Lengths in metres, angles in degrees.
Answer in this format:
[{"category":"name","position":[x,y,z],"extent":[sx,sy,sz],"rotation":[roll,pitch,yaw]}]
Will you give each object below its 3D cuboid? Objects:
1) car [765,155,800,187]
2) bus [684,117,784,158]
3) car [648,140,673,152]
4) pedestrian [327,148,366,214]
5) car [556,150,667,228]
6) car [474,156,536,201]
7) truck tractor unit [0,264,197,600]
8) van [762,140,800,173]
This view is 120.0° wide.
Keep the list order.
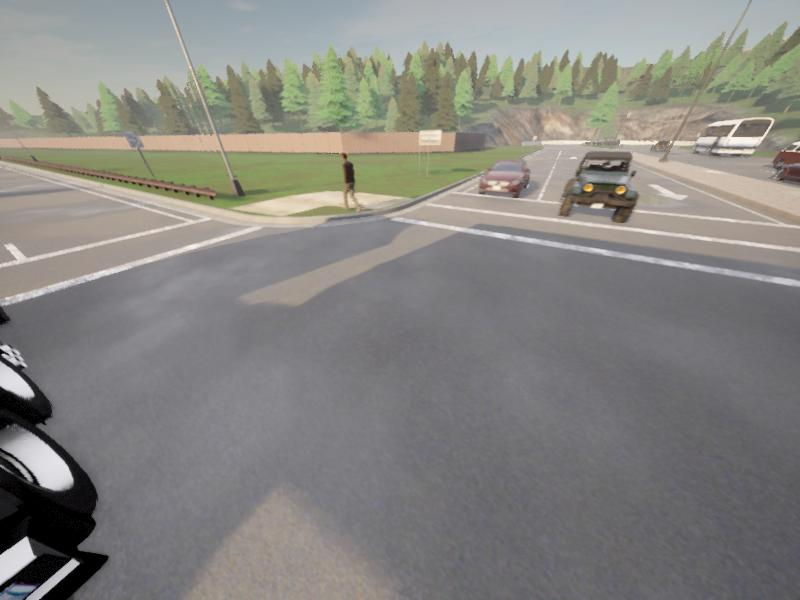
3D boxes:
[{"category":"car","position":[23.666,-7.125,12.821],"extent":[1.994,1.385,4.181],"rotation":[18,39,25]},{"category":"bus","position":[47.167,-23.415,33.483],"extent":[3.944,4.253,10.273],"rotation":[18,39,25]},{"category":"car","position":[51.798,-30.733,46.013],"extent":[1.905,1.878,3.866],"rotation":[18,39,25]},{"category":"pedestrian","position":[-1.769,-4.005,7.824],"extent":[0.751,1.860,0.751],"rotation":[23,41,30]},{"category":"car","position":[7.149,-4.216,8.334],"extent":[1.905,1.878,3.866],"rotation":[18,39,25]},{"category":"car","position":[5.494,-6.368,11.828],"extent":[1.812,1.442,4.674],"rotation":[19,39,25]},{"category":"truck tractor unit","position":[-5.111,-0.301,0.778],"extent":[6.516,4.208,3.053],"rotation":[18,39,24]},{"category":"van","position":[32.257,-11.189,17.994],"extent":[2.069,2.038,4.480],"rotation":[14,37,20]}]
